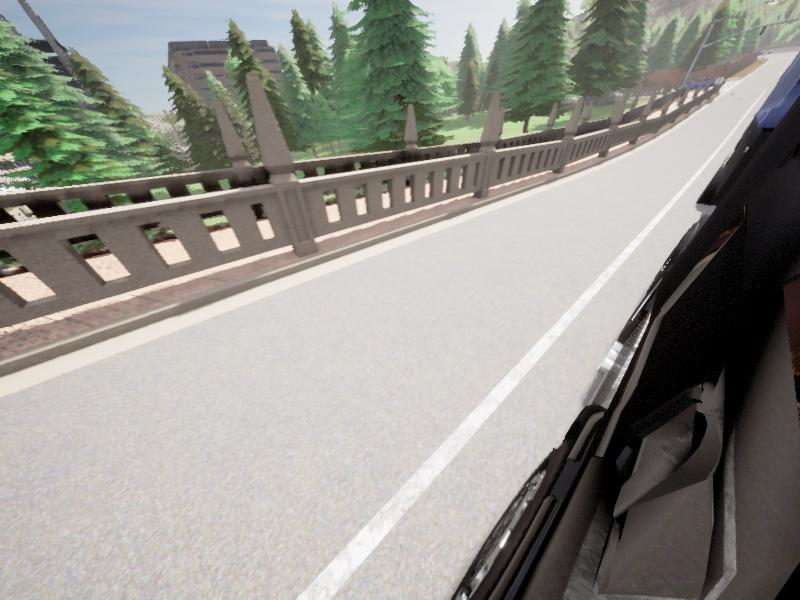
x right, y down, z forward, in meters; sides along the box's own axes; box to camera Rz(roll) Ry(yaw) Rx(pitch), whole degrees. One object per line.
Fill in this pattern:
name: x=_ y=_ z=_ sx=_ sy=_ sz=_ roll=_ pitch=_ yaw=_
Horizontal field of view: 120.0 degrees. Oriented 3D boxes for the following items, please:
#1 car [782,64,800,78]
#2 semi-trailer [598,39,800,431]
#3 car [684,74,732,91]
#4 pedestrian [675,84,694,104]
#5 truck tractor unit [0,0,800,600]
car: x=63.938 y=-36.941 z=37.115 sx=4.181 sy=1.385 sz=1.994 roll=-33 pitch=46 yaw=-25
semi-trailer: x=8.692 y=-3.608 z=4.236 sx=14.254 sy=4.402 sz=2.717 roll=-28 pitch=44 yaw=-30
car: x=52.350 y=-37.023 z=39.341 sx=2.007 sy=1.525 sz=4.514 roll=-35 pitch=47 yaw=-26
pedestrian: x=36.836 y=-26.659 z=29.925 sx=0.751 sy=1.860 sz=0.751 roll=-32 pitch=45 yaw=-24
truck tractor unit: x=2.645 y=-0.295 z=0.351 sx=6.516 sy=4.208 sz=3.053 roll=-28 pitch=44 yaw=-30
